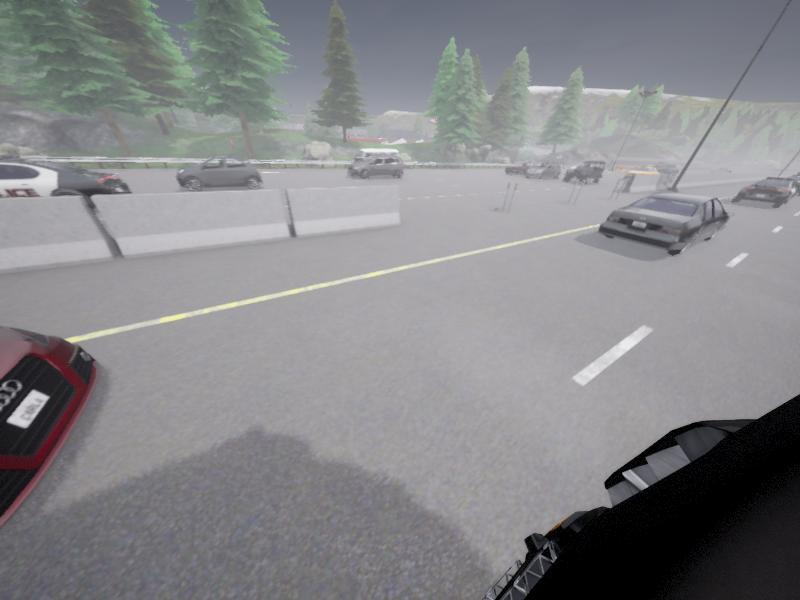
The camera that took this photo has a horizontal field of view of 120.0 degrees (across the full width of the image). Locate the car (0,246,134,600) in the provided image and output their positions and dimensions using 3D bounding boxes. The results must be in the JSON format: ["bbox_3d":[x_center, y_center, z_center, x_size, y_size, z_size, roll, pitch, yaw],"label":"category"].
[{"bbox_3d":[-4.406,1.133,0.715,4.181,1.385,1.994,-16,38,-26],"label":"car"}]

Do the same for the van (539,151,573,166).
[{"bbox_3d":[36.679,-33.486,54.622,1.988,2.561,5.915,-16,38,-26],"label":"van"}]

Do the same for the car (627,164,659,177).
[{"bbox_3d":[36.968,-19.697,35.106,3.806,1.475,1.970,-16,38,-26],"label":"car"}]

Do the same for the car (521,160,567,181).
[{"bbox_3d":[14.925,-13.427,23.928,3.988,1.617,1.851,-16,38,-26],"label":"car"}]

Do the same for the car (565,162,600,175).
[{"bbox_3d":[26.092,-18.790,32.993,4.674,1.442,1.812,-16,38,-26],"label":"car"}]

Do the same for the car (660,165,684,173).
[{"bbox_3d":[57.645,-27.788,48.984,4.718,1.301,1.895,-16,38,-26],"label":"car"}]

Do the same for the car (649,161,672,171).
[{"bbox_3d":[60.510,-31.071,53.649,3.866,1.878,1.905,-16,38,-26],"label":"car"}]

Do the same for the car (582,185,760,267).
[{"bbox_3d":[8.486,-2.576,7.223,5.357,1.411,2.033,-16,38,-26],"label":"car"}]

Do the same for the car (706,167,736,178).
[{"bbox_3d":[61.187,-24.361,44.011,5.027,1.651,2.152,-16,38,-26],"label":"car"}]

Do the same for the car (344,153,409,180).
[{"bbox_3d":[-1.897,-10.851,18.777,4.611,1.667,2.242,-16,38,-26],"label":"car"}]

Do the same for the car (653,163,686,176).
[{"bbox_3d":[46.523,-22.566,39.848,4.553,1.767,2.097,-16,38,-26],"label":"car"}]

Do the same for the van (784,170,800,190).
[{"bbox_3d":[45.783,-13.694,25.659,5.915,2.561,1.988,-16,38,-27],"label":"van"}]

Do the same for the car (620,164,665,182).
[{"bbox_3d":[29.155,-15.267,27.751,5.366,1.575,1.801,-16,38,-26],"label":"car"}]

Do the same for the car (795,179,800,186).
[{"bbox_3d":[56.697,-16.465,31.559,4.514,1.525,2.007,-16,38,-26],"label":"car"}]

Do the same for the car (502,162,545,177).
[{"bbox_3d":[14.552,-15.418,27.202,4.718,1.301,1.895,-16,38,-26],"label":"car"}]

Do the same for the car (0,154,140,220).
[{"bbox_3d":[-11.964,-3.452,6.975,4.974,1.542,2.038,-16,38,-26],"label":"car"}]

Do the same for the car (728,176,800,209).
[{"bbox_3d":[24.365,-7.191,15.212,4.974,1.542,2.038,-16,38,-26],"label":"car"}]

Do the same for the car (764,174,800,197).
[{"bbox_3d":[36.211,-10.587,21.202,4.974,1.542,2.038,-16,38,-26],"label":"car"}]

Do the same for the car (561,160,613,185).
[{"bbox_3d":[17.651,-12.096,21.846,3.866,1.878,1.905,-16,38,-26],"label":"car"}]

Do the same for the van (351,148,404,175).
[{"bbox_3d":[-2.081,-13.185,21.957,4.480,2.038,2.069,-16,38,-26],"label":"van"}]

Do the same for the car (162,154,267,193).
[{"bbox_3d":[-9.135,-6.494,11.792,3.633,1.501,1.845,-16,38,-26],"label":"car"}]

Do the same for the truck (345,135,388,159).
[{"bbox_3d":[-6.949,-31.950,48.422,8.468,3.827,2.891,-9,35,-17],"label":"truck"}]
